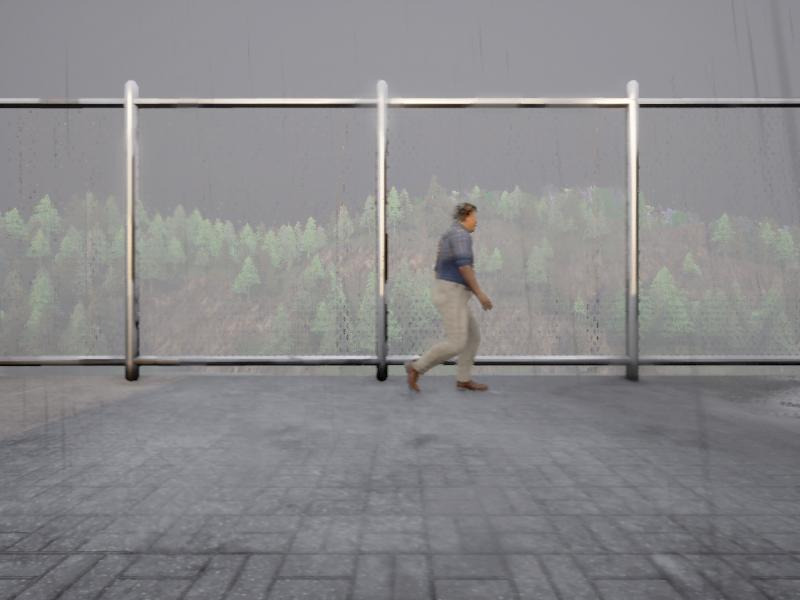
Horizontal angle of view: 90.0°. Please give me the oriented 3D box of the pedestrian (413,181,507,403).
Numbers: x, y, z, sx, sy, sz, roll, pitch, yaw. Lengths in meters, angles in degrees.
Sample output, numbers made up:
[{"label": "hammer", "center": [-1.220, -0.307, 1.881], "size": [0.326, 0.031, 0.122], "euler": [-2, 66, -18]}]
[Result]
[{"label": "pedestrian", "center": [0.519, -0.067, 3.722], "size": [0.751, 1.860, 0.751], "euler": [0, 0, -1]}]
